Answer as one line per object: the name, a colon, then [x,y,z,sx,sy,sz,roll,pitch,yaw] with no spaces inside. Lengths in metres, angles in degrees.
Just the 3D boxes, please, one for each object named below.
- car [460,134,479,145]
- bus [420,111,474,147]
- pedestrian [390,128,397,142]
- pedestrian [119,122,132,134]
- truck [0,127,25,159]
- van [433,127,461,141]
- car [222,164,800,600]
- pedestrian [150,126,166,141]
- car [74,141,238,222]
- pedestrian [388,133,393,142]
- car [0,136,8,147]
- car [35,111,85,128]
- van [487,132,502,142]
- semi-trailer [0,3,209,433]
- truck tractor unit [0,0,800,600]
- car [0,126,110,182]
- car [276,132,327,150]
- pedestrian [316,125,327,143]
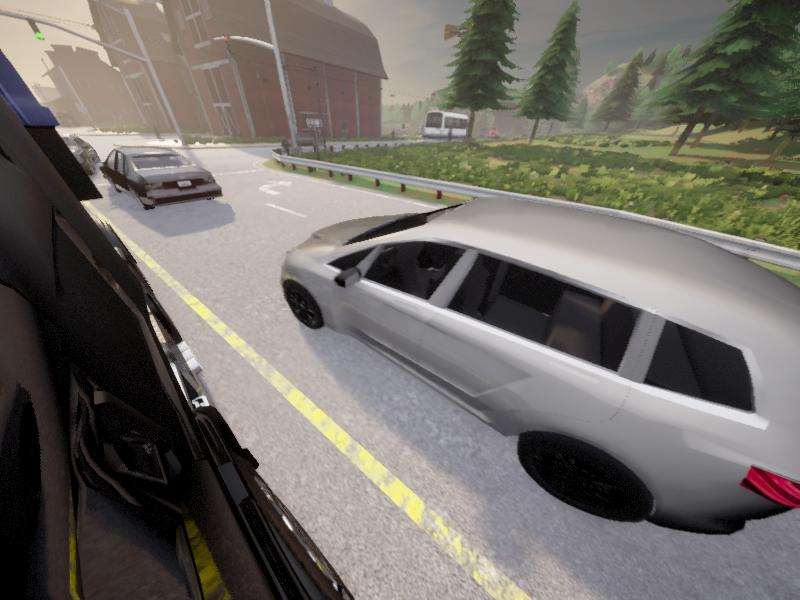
car: [13.475,-31.109,44.736,1.845,1.501,3.633,26,42,27]
bus: [7.839,-27.918,37.860,3.944,4.253,10.273,26,42,27]
pedestrian: [-1.040,-27.230,38.089,0.751,1.860,0.751,29,44,31]
pedestrian: [-33.308,-20.897,28.037,0.500,1.100,0.500,-25,45,-32]
truck: [-23.996,-9.354,12.573,5.204,2.467,2.627,25,42,27]
van: [11.849,-41.908,58.285,6.366,2.431,2.351,27,43,28]
car: [0.638,-0.229,2.602,4.611,1.667,2.242,25,42,27]
pedestrian: [-23.274,-16.049,22.238,0.500,1.100,0.500,8,37,6]
car: [-7.840,-4.043,7.387,5.357,1.411,2.033,25,42,27]
pedestrian: [-1.589,-27.142,38.571,0.500,1.100,0.500,28,44,30]
car: [-30.334,-11.843,16.406,4.181,1.385,1.994,25,42,27]
car: [-54.099,-28.828,36.872,3.866,1.878,1.905,-4,43,-5]
van: [25.392,-44.017,62.270,2.069,2.038,4.480,26,43,27]
semi-trailer: [-9.109,-3.290,3.774,14.254,4.402,2.717,23,42,25]
truck tractor unit: [-2.645,-0.295,0.351,6.516,4.208,3.053,28,44,30]
car: [-14.915,-6.438,10.089,2.128,1.511,4.902,-23,43,-36]
car: [-9.999,-16.402,23.798,1.994,1.385,4.181,26,42,27]
pedestrian: [-9.902,-20.892,29.086,0.751,1.860,0.751,25,42,27]
